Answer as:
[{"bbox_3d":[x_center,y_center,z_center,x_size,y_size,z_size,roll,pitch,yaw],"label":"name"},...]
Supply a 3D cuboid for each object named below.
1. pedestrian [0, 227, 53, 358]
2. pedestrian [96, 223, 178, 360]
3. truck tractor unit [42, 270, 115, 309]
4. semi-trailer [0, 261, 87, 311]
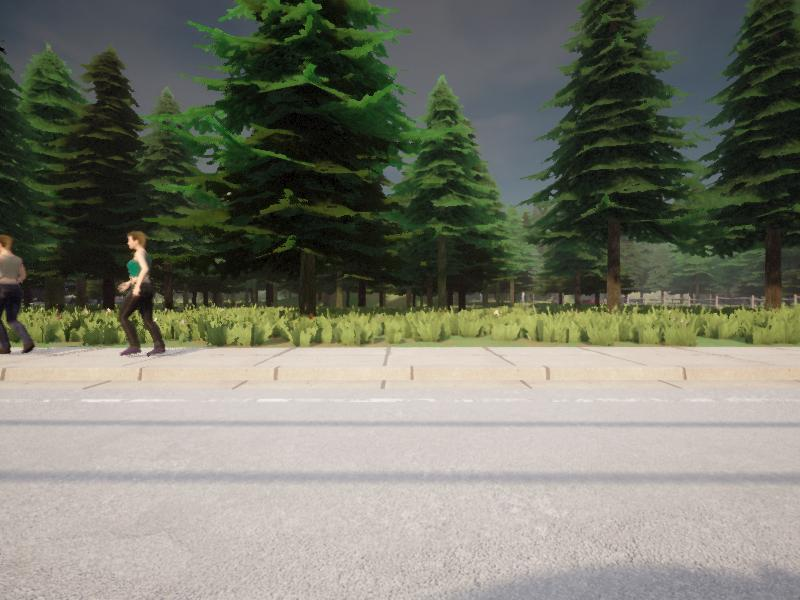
[{"bbox_3d":[-5.977,-0.110,6.085,0.751,1.860,0.751,0,0,5],"label":"pedestrian"},{"bbox_3d":[-3.798,-0.112,5.845,0.751,1.860,0.751,0,0,-8],"label":"pedestrian"},{"bbox_3d":[-36.816,-1.114,46.163,3.053,4.208,6.516,0,0,1],"label":"truck tractor unit"},{"bbox_3d":[-36.831,-1.217,38.250,2.717,4.402,14.254,0,0,0],"label":"semi-trailer"}]
